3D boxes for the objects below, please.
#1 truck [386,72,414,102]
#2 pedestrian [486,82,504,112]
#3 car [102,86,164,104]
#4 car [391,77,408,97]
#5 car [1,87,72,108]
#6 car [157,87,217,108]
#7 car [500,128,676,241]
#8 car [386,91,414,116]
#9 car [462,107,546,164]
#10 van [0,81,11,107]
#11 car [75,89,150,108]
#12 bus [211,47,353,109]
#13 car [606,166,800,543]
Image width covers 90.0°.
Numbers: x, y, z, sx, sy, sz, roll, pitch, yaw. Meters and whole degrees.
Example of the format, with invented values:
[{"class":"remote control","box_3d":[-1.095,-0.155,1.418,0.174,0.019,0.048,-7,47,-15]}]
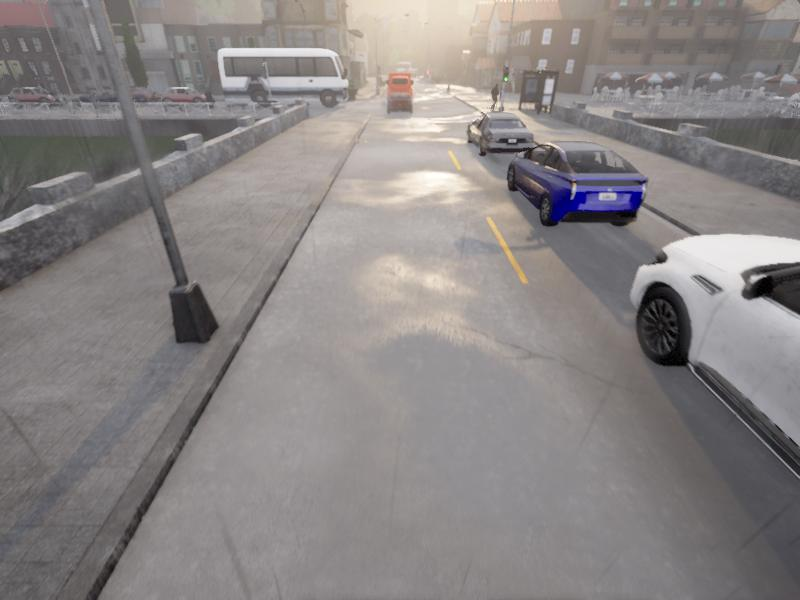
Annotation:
[{"class":"truck","box_3d":[0.001,-21.096,39.653,2.627,2.467,5.204,0,29,0]},{"class":"pedestrian","box_3d":[6.975,-14.929,29.421,0.751,1.860,0.751,23,38,34]},{"class":"car","box_3d":[-24.949,-19.238,37.521,4.181,1.385,1.994,0,30,0]},{"class":"car","box_3d":[-0.019,-24.544,46.071,1.905,1.878,3.866,0,31,0]},{"class":"car","box_3d":[-30.814,-17.265,34.041,3.806,1.475,1.970,0,30,0]},{"class":"car","box_3d":[-18.001,-17.261,34.036,3.806,1.475,1.970,0,30,0]},{"class":"car","box_3d":[4.003,-2.994,9.607,2.007,1.525,4.514,0,30,0]},{"class":"car","box_3d":[-0.001,-14.647,29.750,1.895,1.301,4.718,0,30,0]},{"class":"car","box_3d":[3.991,-6.887,16.392,2.033,1.411,5.357,0,30,0]},{"class":"van","box_3d":[-36.430,-17.488,33.915,4.442,1.987,1.775,0,30,0]},{"class":"car","box_3d":[-24.366,-17.188,34.088,4.718,1.301,1.895,0,30,0]},{"class":"bus","box_3d":[-9.383,-18.553,33.499,10.273,4.253,3.944,0,30,-1]},{"class":"car","box_3d":[4.008,0.697,2.776,2.150,2.045,5.566,0,30,0]}]
